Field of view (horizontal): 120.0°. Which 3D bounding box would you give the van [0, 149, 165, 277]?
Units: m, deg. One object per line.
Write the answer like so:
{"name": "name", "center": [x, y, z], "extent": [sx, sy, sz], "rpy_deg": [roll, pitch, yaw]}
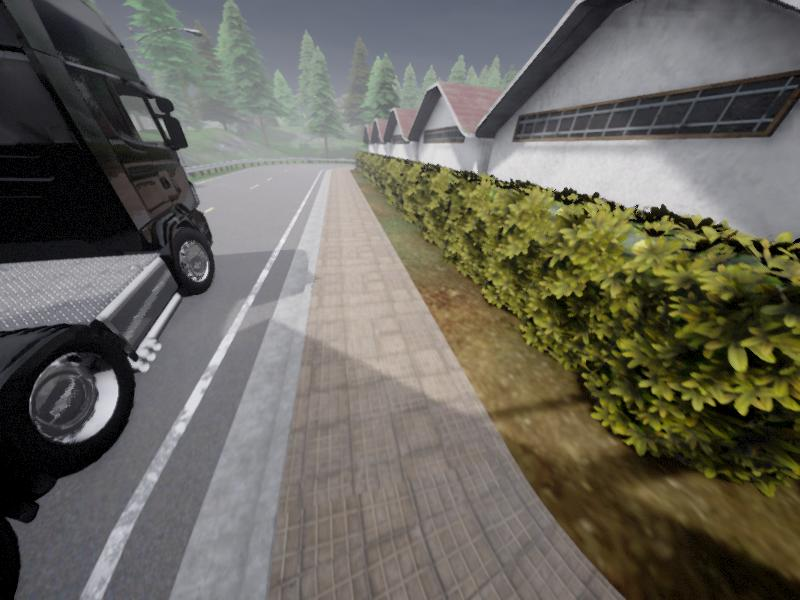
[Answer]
{"name": "van", "center": [-8.705, -2.459, 5.703], "extent": [1.775, 1.987, 4.442], "rpy_deg": [-5, 34, -12]}

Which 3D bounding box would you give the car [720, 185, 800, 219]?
{"name": "car", "center": [26.942, -6.807, 16.081], "extent": [1.882, 1.535, 5.008], "rpy_deg": [-6, 34, -14]}

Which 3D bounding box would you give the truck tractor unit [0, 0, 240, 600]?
{"name": "truck tractor unit", "center": [-4.078, -0.781, 1.500], "extent": [3.053, 4.208, 6.516], "rpy_deg": [-9, 35, -19]}
